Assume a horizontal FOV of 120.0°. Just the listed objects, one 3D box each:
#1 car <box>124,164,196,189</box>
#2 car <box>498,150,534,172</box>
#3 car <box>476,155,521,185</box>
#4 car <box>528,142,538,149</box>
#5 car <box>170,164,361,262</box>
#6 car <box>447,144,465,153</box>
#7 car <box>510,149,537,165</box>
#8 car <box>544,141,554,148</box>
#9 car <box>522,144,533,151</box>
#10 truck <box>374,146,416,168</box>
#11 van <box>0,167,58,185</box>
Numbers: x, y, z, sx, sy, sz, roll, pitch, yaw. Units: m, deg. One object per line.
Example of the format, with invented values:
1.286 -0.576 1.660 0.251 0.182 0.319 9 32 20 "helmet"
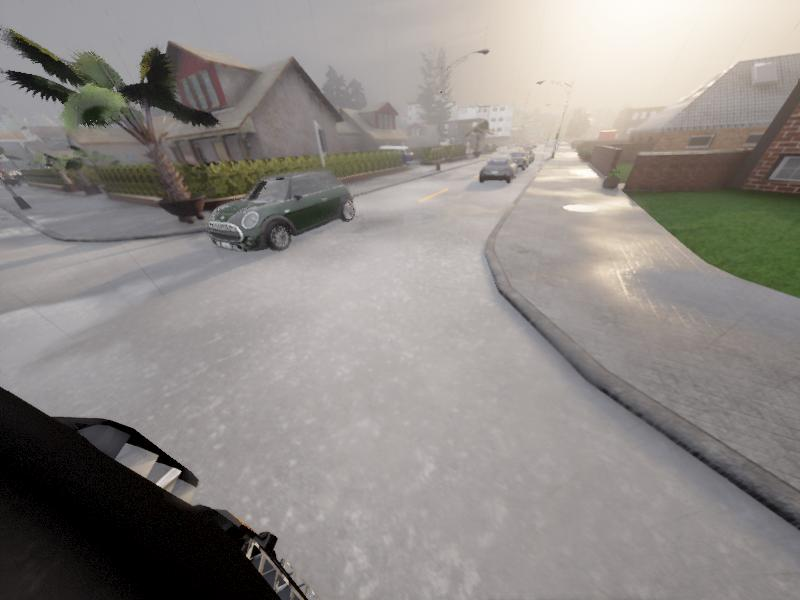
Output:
-20.443 -10.708 19.898 1.845 1.501 3.633 14 37 24 "car"
10.648 -12.696 21.017 2.033 1.411 5.357 15 38 26 "car"
6.654 -8.763 15.430 1.994 1.385 4.181 14 37 24 "car"
40.051 -46.504 69.428 1.930 1.638 5.238 16 38 26 "car"
-3.484 -3.038 7.235 2.097 1.767 4.553 13 37 23 "car"
14.376 -38.756 59.044 3.866 1.878 1.905 -16 36 -19 "car"
14.007 -16.174 26.082 1.895 1.301 4.718 17 38 27 "car"
46.547 -48.418 72.056 2.152 1.651 5.027 16 38 26 "car"
32.335 -38.726 58.543 1.994 1.385 4.181 16 38 26 "car"
-0.572 -17.218 27.689 4.478 2.038 2.069 18 39 24 "truck"
-59.765 -20.052 37.356 2.069 2.038 4.480 19 39 28 "van"
